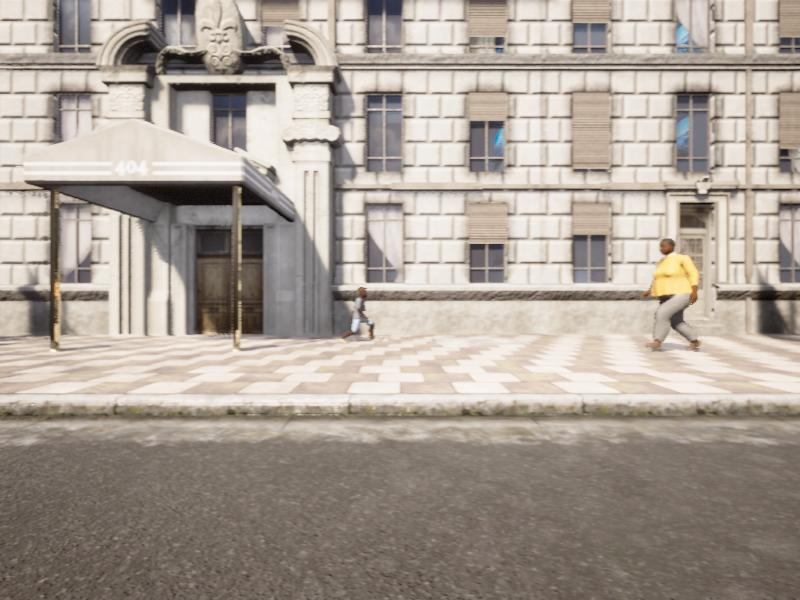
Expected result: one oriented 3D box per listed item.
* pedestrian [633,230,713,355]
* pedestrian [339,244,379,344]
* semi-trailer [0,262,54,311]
[{"bbox_3d":[4.290,-0.117,6.345,0.751,1.860,0.751,0,0,-2],"label":"pedestrian"},{"bbox_3d":[-0.796,-0.114,7.806,0.751,1.860,0.751,0,0,-6],"label":"pedestrian"},{"bbox_3d":[-36.910,-1.193,33.856,2.717,4.402,14.254,0,0,0],"label":"semi-trailer"}]
